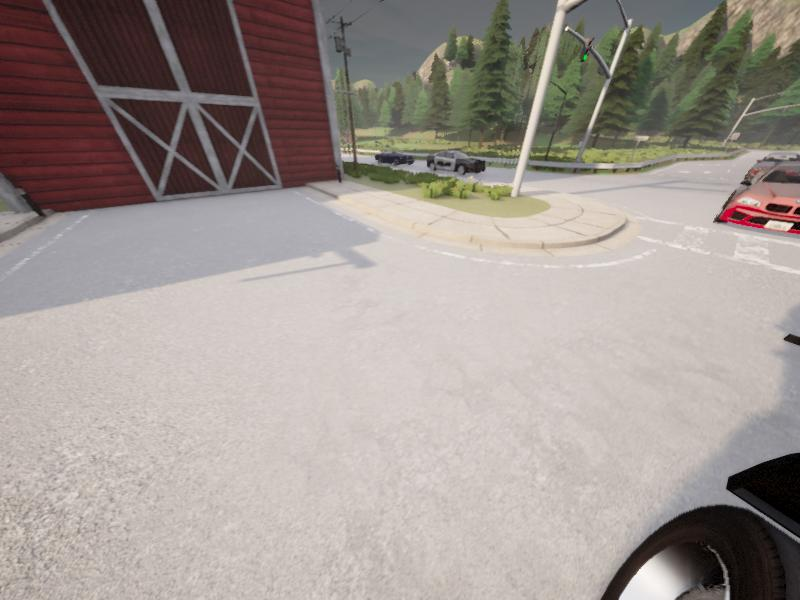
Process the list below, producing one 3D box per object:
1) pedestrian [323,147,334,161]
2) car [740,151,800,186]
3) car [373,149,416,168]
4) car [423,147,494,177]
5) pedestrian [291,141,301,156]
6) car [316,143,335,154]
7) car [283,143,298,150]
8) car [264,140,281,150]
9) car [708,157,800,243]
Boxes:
[{"bbox_3d":[-8.192,-16.692,26.417,0.751,1.300,0.751,-24,41,-30],"label":"pedestrian"},{"bbox_3d":[22.966,-8.127,14.142,4.193,1.474,1.816,-24,42,-30],"label":"car"},{"bbox_3d":[-0.611,-14.502,23.564,1.895,1.301,4.718,-24,41,-29],"label":"car"},{"bbox_3d":[4.307,-10.911,18.117,1.930,1.638,5.238,-24,41,-29],"label":"car"},{"bbox_3d":[-15.389,-22.391,34.094,0.751,1.860,0.751,-23,41,-29],"label":"pedestrian"},{"bbox_3d":[-13.721,-27.916,42.487,1.851,1.617,3.988,-24,41,-29],"label":"car"},{"bbox_3d":[-26.983,-37.910,56.948,1.812,1.442,4.674,-24,41,-29],"label":"car"},{"bbox_3d":[-31.435,-38.193,56.859,2.150,2.045,5.566,-24,41,-29],"label":"car"},{"bbox_3d":[11.949,-3.220,7.051,4.611,1.667,2.242,-24,42,-30],"label":"car"}]
